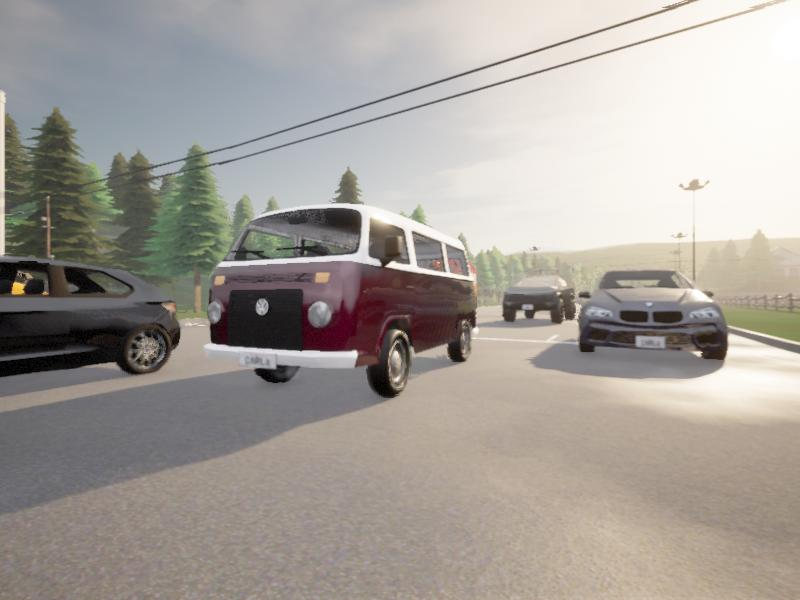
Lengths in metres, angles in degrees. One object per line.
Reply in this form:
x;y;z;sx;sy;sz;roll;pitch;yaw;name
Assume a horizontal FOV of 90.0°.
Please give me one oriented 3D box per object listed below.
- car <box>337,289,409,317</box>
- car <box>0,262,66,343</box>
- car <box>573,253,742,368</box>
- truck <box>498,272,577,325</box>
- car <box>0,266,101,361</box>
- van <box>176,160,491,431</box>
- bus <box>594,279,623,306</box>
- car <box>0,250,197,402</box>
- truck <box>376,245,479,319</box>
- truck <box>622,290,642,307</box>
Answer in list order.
-1.567;0.169;25.552;2.152;1.651;5.027;0;0;30;car
-10.417;0.047;8.578;1.932;1.855;4.605;0;-1;24;car
4.991;0.155;8.356;2.242;1.667;4.611;0;0;27;car
6.717;-0.062;18.923;2.390;2.098;6.274;0;0;30;truck
-7.759;0.216;5.951;1.882;1.535;5.008;0;0;24;car
-0.282;-0.031;5.471;2.069;2.038;4.480;0;0;25;van
36.042;-1.149;68.786;3.944;4.253;10.273;0;0;30;bus
-4.655;0.250;4.302;1.816;1.474;4.193;0;0;24;car
2.084;-0.930;24.877;2.891;3.827;8.468;0;0;30;truck
36.421;-0.253;62.746;2.627;2.467;5.204;0;0;30;truck
